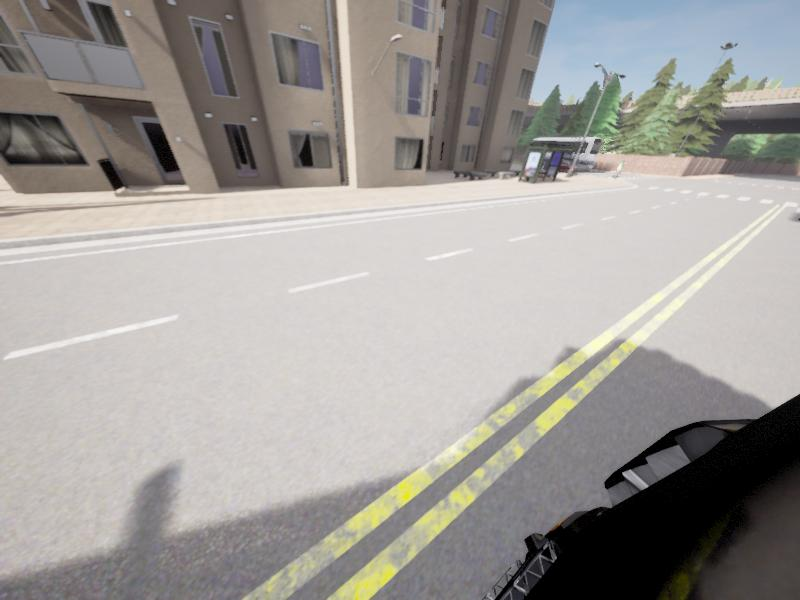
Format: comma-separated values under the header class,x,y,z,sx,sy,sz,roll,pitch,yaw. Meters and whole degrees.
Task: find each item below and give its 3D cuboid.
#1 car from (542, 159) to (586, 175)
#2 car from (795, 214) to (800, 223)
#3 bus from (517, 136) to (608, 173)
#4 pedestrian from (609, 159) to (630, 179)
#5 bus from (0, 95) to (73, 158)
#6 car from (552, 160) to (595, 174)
class,x,y,z,sx,sy,sz,roll,pitch,yaw
car,21.638,-17.732,30.680,1.816,1.474,4.193,-18,39,-28
car,20.850,-4.285,10.779,4.718,1.301,1.895,-17,39,-27
bus,24.982,-23.183,36.590,3.944,4.253,10.273,-17,39,-28
pedestrian,24.949,-14.858,26.250,0.751,1.860,0.751,4,34,1
bus,-35.831,-15.472,20.462,3.944,4.253,10.273,-18,39,-28
car,24.367,-18.812,32.601,1.994,1.385,4.181,-18,39,-28
